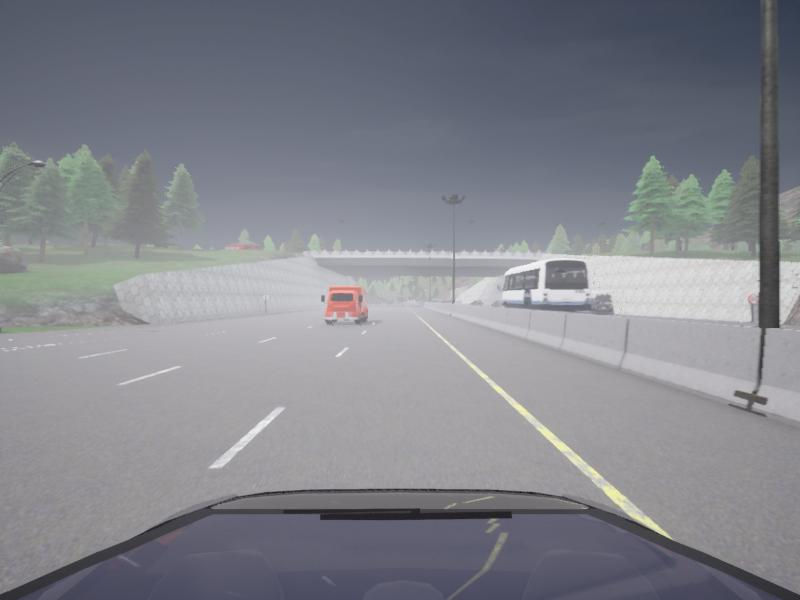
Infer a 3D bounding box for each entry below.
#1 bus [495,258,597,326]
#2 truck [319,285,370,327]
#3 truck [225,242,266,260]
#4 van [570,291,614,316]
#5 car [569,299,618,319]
[{"bbox_3d":[10.375,-0.540,30.160,3.944,4.253,10.273,0,0,0],"label":"bus"},{"bbox_3d":[-3.504,0.345,26.329,2.627,2.467,5.204,0,0,0],"label":"truck"},{"bbox_3d":[-35.951,-11.354,93.443,8.468,3.827,2.891,0,0,0],"label":"truck"},{"bbox_3d":[20.998,0.309,44.022,1.988,2.561,5.915,0,0,0],"label":"van"},{"bbox_3d":[17.493,0.746,36.539,2.242,1.667,4.611,0,0,0],"label":"car"}]
